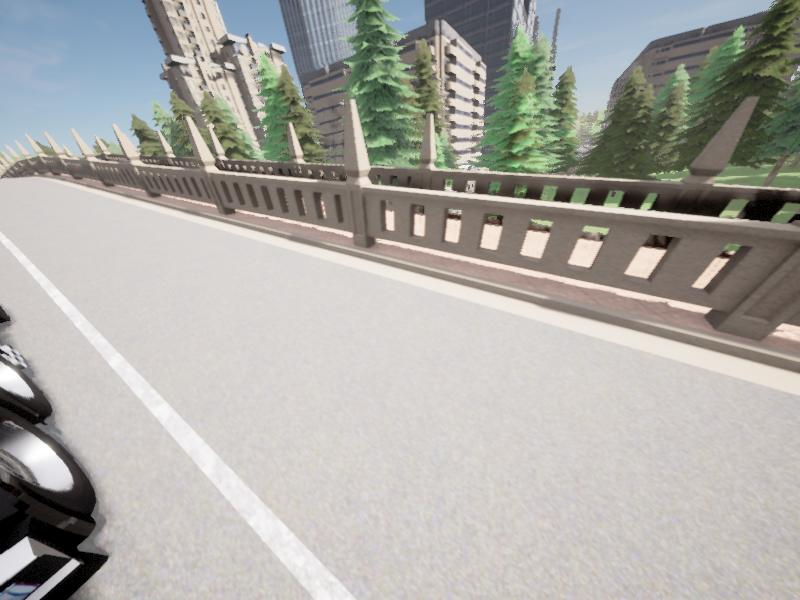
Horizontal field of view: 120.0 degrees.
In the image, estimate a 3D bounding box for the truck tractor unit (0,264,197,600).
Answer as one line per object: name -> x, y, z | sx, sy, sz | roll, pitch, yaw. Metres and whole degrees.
truck tractor unit -> -5.110, -0.301, 0.778 | 6.516, 4.208, 3.053 | 18, 39, 24
